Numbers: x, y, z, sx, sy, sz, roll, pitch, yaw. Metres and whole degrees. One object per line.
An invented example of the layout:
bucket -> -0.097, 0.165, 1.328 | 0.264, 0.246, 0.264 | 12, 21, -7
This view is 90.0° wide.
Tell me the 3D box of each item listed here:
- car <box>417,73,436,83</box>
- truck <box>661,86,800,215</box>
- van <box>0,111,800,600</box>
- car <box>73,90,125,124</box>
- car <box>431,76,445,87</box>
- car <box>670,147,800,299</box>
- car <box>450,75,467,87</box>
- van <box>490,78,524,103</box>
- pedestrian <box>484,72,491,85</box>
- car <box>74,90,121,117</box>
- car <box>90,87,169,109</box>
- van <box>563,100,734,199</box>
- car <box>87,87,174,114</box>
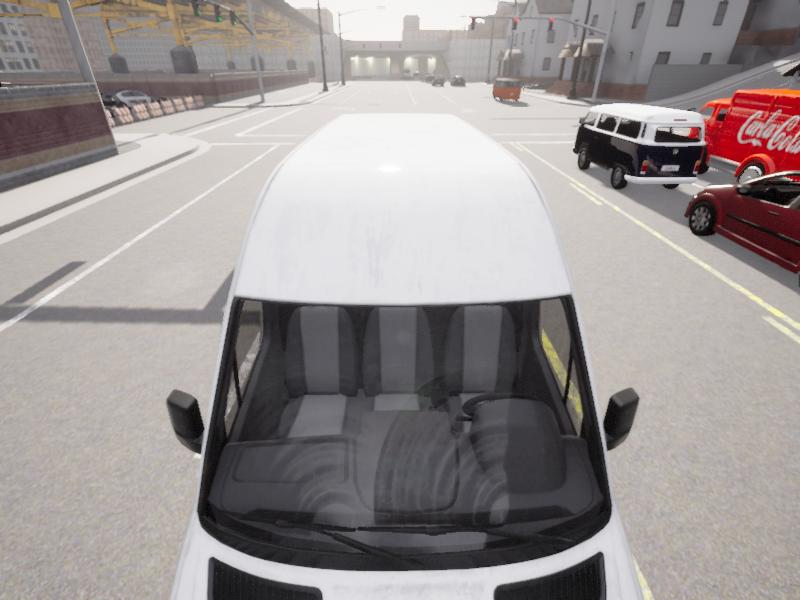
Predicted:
car -> 5.579, -46.598, 83.992 | 1.930, 1.638, 5.238 | -11, 32, -18
truck -> 10.302, -4.351, 10.983 | 2.627, 2.467, 5.204 | 1, 30, 1
van -> -0.002, 0.016, 3.429 | 1.988, 2.561, 5.915 | 0, 29, -1
car -> -19.610, -12.617, 25.970 | 2.038, 1.542, 4.974 | -21, 36, -31
car -> 6.574, -38.056, 69.581 | 2.007, 1.525, 4.514 | 0, 30, 0
car -> 6.952, -1.402, 6.797 | 1.851, 1.617, 3.988 | 0, 30, 0
car -> 10.075, -38.013, 69.418 | 2.242, 1.667, 4.611 | 0, 30, 0
van -> 10.355, -20.502, 39.061 | 1.775, 1.987, 4.442 | -1, 31, -2
pedestrian -> 15.489, -39.177, 70.748 | 0.751, 1.860, 0.751 | -1, 30, -1
car -> -19.641, -12.774, 25.926 | 1.853, 1.218, 4.536 | -21, 36, -31
car -> -20.452, -15.439, 30.479 | 1.853, 1.218, 4.536 | 15, 34, 24
van -> 6.919, -4.691, 11.987 | 2.069, 2.038, 4.480 | 0, 30, 0
car -> -20.427, -15.326, 30.598 | 2.038, 1.542, 4.974 | 15, 34, 24
